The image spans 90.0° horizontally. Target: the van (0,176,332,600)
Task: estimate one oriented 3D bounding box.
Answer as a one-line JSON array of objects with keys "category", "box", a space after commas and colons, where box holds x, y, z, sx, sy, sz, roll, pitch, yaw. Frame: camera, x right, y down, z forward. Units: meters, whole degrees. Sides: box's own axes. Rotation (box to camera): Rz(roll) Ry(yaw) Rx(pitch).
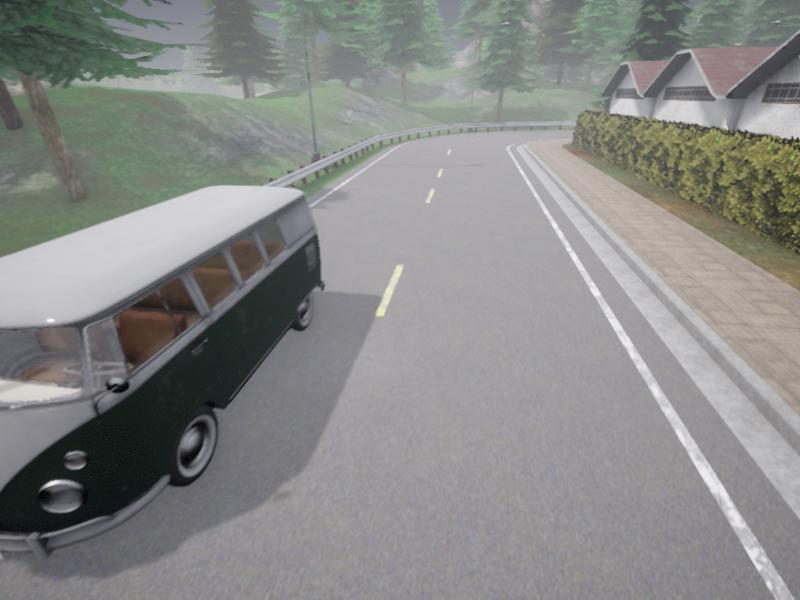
[{"category": "van", "box": [-2.360, 0.110, 4.284, 1.775, 1.987, 4.442, 4, 28, 9]}]
